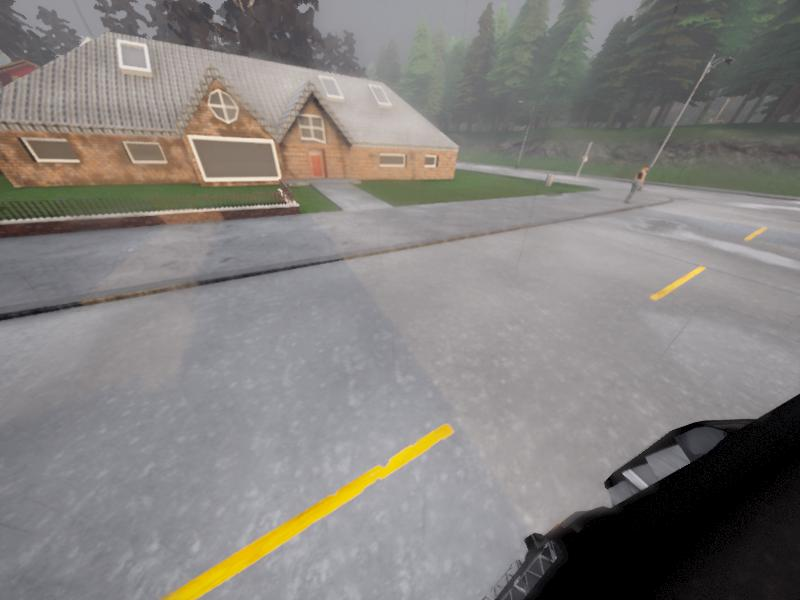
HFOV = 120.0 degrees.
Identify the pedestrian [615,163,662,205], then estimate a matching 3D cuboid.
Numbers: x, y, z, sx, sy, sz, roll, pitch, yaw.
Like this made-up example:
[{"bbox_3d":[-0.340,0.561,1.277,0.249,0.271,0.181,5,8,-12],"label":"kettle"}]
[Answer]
[{"bbox_3d":[12.533,-6.104,12.216,0.751,1.860,0.751,5,34,2],"label":"pedestrian"}]
